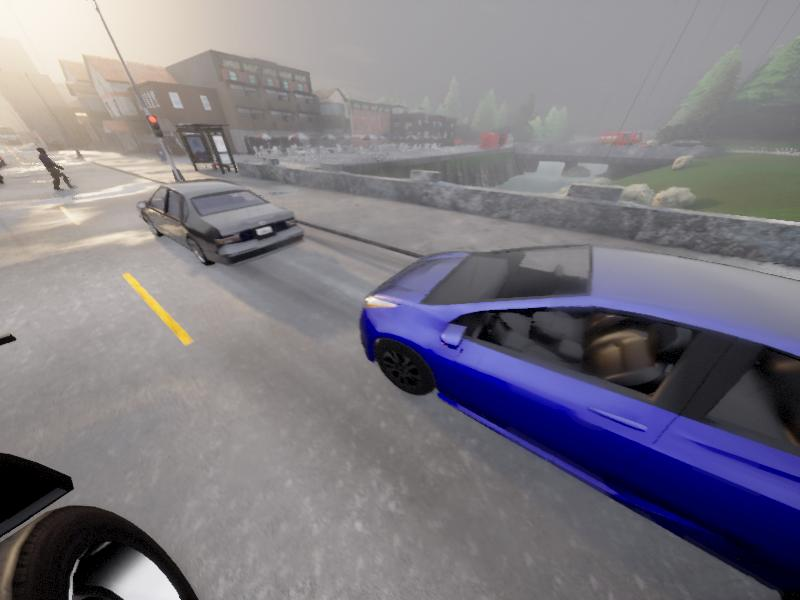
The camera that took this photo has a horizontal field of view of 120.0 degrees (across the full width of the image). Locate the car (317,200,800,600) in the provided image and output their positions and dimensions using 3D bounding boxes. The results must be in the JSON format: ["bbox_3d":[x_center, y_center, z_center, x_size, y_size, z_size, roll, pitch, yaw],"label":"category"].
[{"bbox_3d":[1.714,0.404,2.029,4.514,1.525,2.007,22,41,28],"label":"car"}]

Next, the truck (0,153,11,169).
[{"bbox_3d":[-35.053,-12.158,18.725,5.204,2.467,2.627,23,41,27],"label":"truck"}]

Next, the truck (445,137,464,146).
[{"bbox_3d":[18.454,-53.937,78.455,5.204,2.467,2.627,22,41,28],"label":"truck"}]

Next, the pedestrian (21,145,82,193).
[{"bbox_3d":[-16.333,-6.168,10.878,0.751,1.860,0.751,25,42,30],"label":"pedestrian"}]

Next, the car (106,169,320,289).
[{"bbox_3d":[-4.699,-2.147,5.712,5.357,1.411,2.033,22,41,28],"label":"car"}]

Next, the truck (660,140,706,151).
[{"bbox_3d":[67.001,-36.828,54.891,6.274,2.098,2.390,22,41,28],"label":"truck"}]

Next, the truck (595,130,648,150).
[{"bbox_3d":[54.631,-39.757,57.447,8.468,3.827,2.891,22,41,28],"label":"truck"}]

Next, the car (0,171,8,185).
[{"bbox_3d":[-24.202,-7.249,12.879,4.718,1.301,1.895,22,41,28],"label":"car"}]

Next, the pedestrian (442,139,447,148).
[{"bbox_3d":[10.699,-37.708,55.715,0.751,1.860,0.751,22,41,28],"label":"pedestrian"}]
